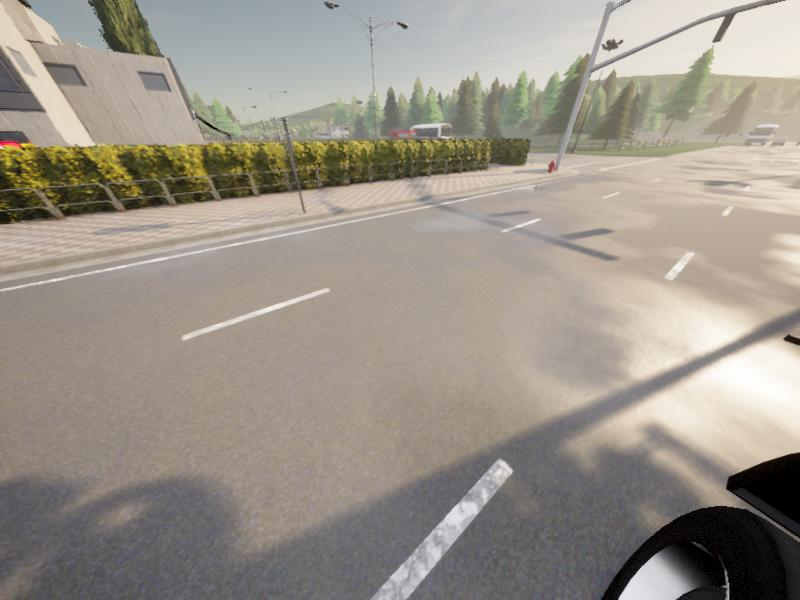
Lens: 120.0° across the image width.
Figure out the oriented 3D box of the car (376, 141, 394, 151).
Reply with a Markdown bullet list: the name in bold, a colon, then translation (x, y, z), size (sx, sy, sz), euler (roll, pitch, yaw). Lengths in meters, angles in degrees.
- **car**: translation (-3.227, -32.725, 48.931), size (1.851, 1.617, 3.988), euler (-22, 41, -28)

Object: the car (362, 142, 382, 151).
- **car**: translation (-5.779, -31.226, 46.970), size (1.812, 1.442, 4.674), euler (-22, 41, -28)

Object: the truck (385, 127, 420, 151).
- **truck**: translation (0.449, -34.131, 48.968), size (2.891, 3.827, 8.468), euler (-22, 41, -28)

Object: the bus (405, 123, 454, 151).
- **bus**: translation (5.749, -33.341, 47.430), size (3.944, 4.253, 10.273), euler (-22, 41, -28)
